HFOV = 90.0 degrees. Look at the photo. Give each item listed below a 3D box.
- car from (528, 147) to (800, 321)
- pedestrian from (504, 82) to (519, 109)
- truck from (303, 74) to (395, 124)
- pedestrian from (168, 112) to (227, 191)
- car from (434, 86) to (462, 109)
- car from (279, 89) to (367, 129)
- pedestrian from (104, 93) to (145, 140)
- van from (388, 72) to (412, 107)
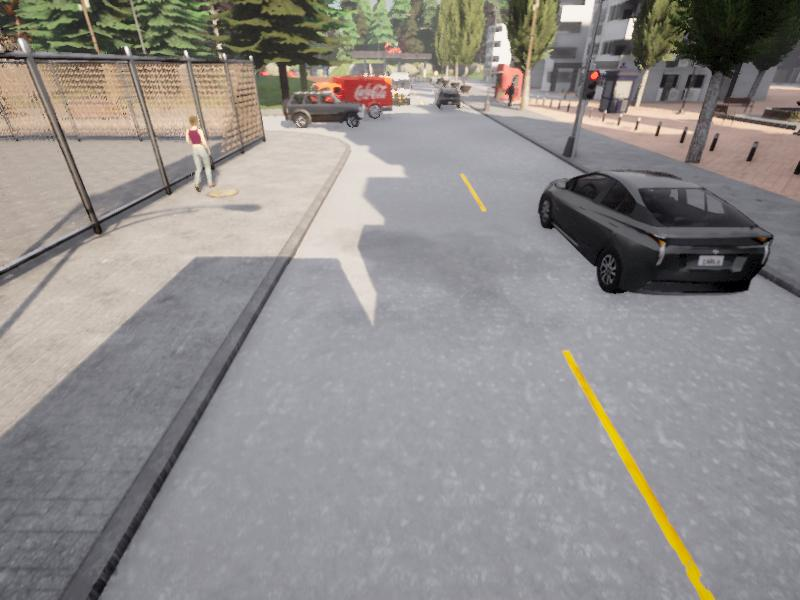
[{"bbox_3d":[4.028,-1.503,7.081,2.007,1.525,4.514,0,30,0],"label":"car"},{"bbox_3d":[8.810,-16.240,31.729,0.751,1.860,0.751,2,30,3],"label":"pedestrian"},{"bbox_3d":[-3.263,-13.235,26.206,5.204,2.467,2.627,-16,36,-24],"label":"truck"},{"bbox_3d":[-5.290,-3.904,10.577,0.751,1.860,0.751,0,30,0],"label":"pedestrian"},{"bbox_3d":[4.063,-17.503,34.505,1.837,1.490,4.892,0,30,0],"label":"car"},{"bbox_3d":[-4.253,-10.896,22.802,4.605,1.855,1.932,-2,31,-3],"label":"car"},{"bbox_3d":[-12.431,-8.315,18.120,0.751,1.860,0.751,0,30,0],"label":"pedestrian"},{"bbox_3d":[0.007,-19.381,36.678,1.988,2.561,5.915,0,30,0],"label":"van"}]
